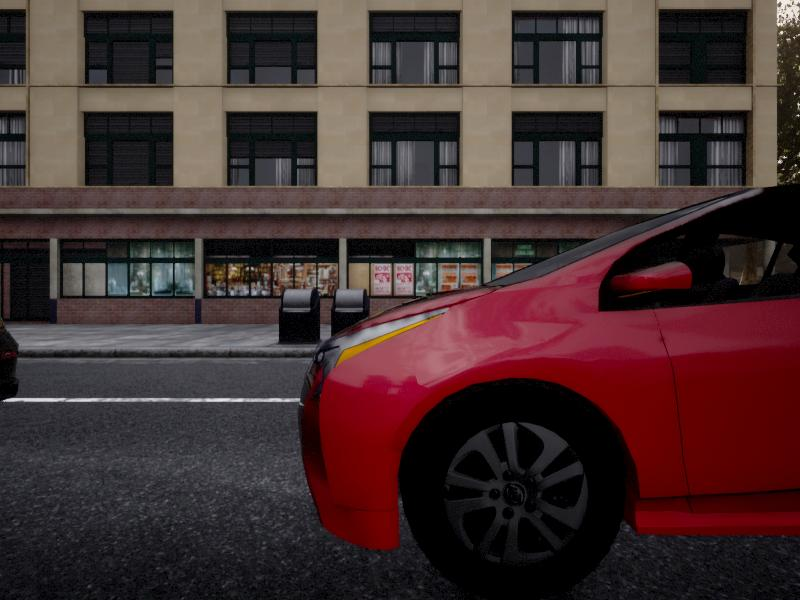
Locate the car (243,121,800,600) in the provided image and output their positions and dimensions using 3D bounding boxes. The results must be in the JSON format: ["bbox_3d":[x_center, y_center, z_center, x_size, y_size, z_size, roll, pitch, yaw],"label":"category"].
[{"bbox_3d":[1.791,0.228,2.195,4.514,1.525,2.007,0,0,0],"label":"car"}]

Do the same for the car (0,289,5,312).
[{"bbox_3d":[-32.060,0.055,29.180,1.932,1.855,4.605,0,1,0],"label":"car"}]

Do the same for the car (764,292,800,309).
[{"bbox_3d":[42.436,0.046,43.539,3.866,1.878,1.905,0,0,-1],"label":"car"}]

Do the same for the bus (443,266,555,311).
[{"bbox_3d":[9.669,-1.132,40.268,10.273,4.253,3.944,0,0,0],"label":"bus"}]

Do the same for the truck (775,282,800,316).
[{"bbox_3d":[26.362,-0.058,23.734,2.390,2.098,6.274,0,0,0],"label":"truck"}]

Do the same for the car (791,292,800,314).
[{"bbox_3d":[29.894,0.201,26.977,1.801,1.575,5.366,0,0,-1],"label":"car"}]

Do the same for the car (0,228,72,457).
[{"bbox_3d":[-4.859,0.270,2.172,4.674,1.442,1.812,0,0,0],"label":"car"}]
